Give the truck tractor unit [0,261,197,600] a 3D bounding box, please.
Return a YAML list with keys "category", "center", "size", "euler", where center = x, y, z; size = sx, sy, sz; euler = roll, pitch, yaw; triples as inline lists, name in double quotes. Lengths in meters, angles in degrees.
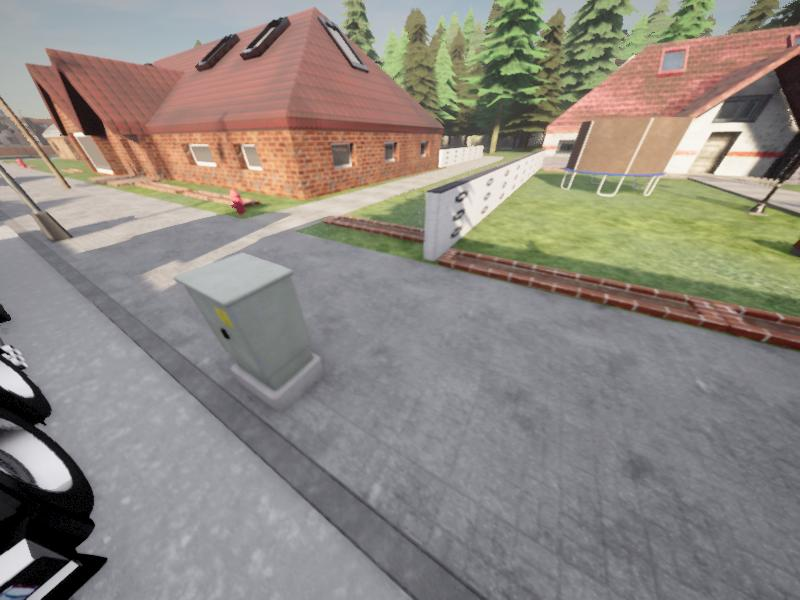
- category: "truck tractor unit"
  center: [-5.107, -0.303, 0.785]
  size: [6.516, 4.208, 3.053]
  euler: [19, 39, 24]
